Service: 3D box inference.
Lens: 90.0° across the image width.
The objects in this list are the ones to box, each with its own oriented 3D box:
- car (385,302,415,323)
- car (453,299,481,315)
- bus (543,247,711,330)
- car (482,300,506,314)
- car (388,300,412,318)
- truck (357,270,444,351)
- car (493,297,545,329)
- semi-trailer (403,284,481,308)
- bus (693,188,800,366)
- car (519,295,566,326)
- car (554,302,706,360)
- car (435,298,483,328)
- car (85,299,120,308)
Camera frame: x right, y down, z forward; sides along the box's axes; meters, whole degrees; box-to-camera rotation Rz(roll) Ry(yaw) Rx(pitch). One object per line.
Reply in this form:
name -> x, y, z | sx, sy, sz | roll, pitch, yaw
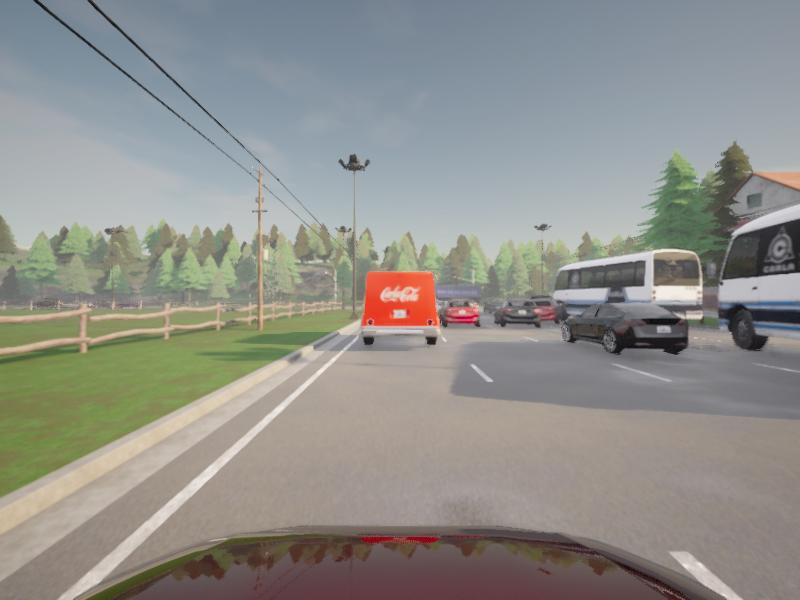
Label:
car -> -0.001, 0.864, 29.242 | 1.994, 1.385, 4.181 | 0, 0, 0
car -> 6.998, 0.718, 42.561 | 2.152, 1.651, 5.027 | 0, 0, 0
bus -> 13.668, -0.576, 25.888 | 3.944, 4.253, 10.273 | 0, 0, -9
car -> 10.498, 0.750, 44.950 | 1.789, 1.549, 3.705 | 0, 0, 0
car -> -0.003, 0.775, 36.189 | 2.007, 1.525, 4.514 | 0, 0, 0
truck -> 0.003, 0.332, 14.777 | 2.627, 2.467, 5.204 | 0, 0, 0
car -> 6.904, 0.738, 23.780 | 2.242, 1.667, 4.611 | 1, -1, 8
semi-trailer -> 7.759, -0.730, 74.844 | 14.254, 4.402, 2.717 | 0, 0, 0
bus -> 11.442, -0.551, 8.905 | 3.944, 4.253, 10.273 | 0, 0, 11
car -> 9.790, 0.631, 27.163 | 2.242, 1.667, 4.611 | -4, 1, 28
car -> 6.999, 0.831, 12.953 | 2.163, 1.488, 4.792 | 0, 0, 0
car -> 3.499, 0.721, 24.541 | 2.242, 1.667, 4.611 | 0, 0, 0
car -> -53.300, 0.649, 71.757 | 4.611, 1.667, 2.242 | 0, 0, 0
